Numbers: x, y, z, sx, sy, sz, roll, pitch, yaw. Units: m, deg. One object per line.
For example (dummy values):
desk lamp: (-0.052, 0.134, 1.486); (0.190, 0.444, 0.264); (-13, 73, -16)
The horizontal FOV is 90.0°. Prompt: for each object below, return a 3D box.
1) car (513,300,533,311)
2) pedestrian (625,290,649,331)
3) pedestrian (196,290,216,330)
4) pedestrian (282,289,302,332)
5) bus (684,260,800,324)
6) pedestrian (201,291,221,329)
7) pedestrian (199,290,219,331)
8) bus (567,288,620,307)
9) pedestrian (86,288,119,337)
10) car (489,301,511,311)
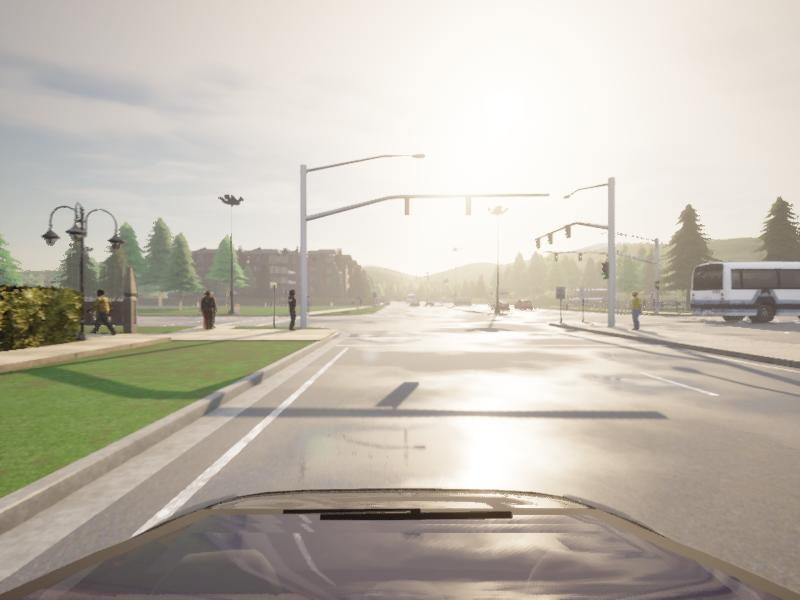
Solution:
car: (18.538, 0.773, 60.365); (1.851, 1.617, 3.988); (0, 0, 0)
pedestrian: (11.074, 0.480, 18.718); (0.751, 1.860, 0.751); (0, 0, 6)
pedestrian: (-9.339, 0.480, 19.244); (0.751, 1.860, 0.751); (0, 0, -16)
pedestrian: (-4.803, 0.450, 17.880); (0.751, 1.860, 0.751); (0, 0, -5)
bus: (26.762, -0.541, 28.524); (10.273, 4.253, 3.944); (0, 0, 0)
pedestrian: (-9.415, 0.480, 19.973); (0.751, 1.860, 0.751); (0, 0, -11)
pedestrian: (-8.875, 0.480, 18.632); (0.751, 1.860, 0.751); (0, 0, -19)
bus: (44.940, -0.558, 93.198); (10.273, 4.253, 3.944); (0, 0, 0)
pedestrian: (-11.546, 0.481, 15.527); (0.751, 1.860, 0.751); (0, 0, -6)
car: (15.037, 0.836, 60.562); (2.163, 1.488, 4.792); (0, 0, 0)
